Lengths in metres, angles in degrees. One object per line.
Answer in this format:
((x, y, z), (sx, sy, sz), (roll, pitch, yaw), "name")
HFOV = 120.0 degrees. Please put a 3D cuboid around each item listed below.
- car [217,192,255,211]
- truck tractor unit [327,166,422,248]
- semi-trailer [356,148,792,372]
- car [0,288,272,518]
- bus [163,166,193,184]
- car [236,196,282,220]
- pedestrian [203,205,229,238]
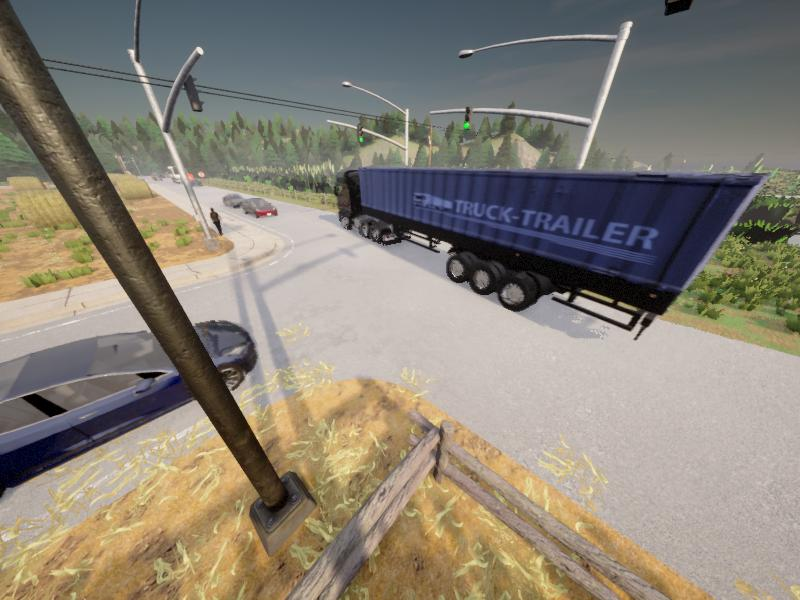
((-19.247, -11.602, 27.010), (5.357, 1.411, 2.033), (25, 38, 36), "car")
((-1.926, -6.716, 15.762), (3.053, 4.208, 6.516), (-21, 36, -31), "truck tractor unit")
((2.577, -3.540, 10.087), (2.717, 4.402, 14.254), (-19, 35, -29), "semi-trailer")
((-5.429, 1.558, 4.199), (4.792, 1.488, 2.163), (-26, 39, -37), "car")
((-65.131, -36.756, 67.713), (10.273, 4.253, 3.944), (25, 38, 36), "bus")
((-13.844, -9.098, 22.586), (4.792, 1.488, 2.163), (25, 38, 36), "car")
((-11.771, -5.037, 14.820), (0.751, 1.860, 0.751), (-20, 36, -31), "pedestrian")
